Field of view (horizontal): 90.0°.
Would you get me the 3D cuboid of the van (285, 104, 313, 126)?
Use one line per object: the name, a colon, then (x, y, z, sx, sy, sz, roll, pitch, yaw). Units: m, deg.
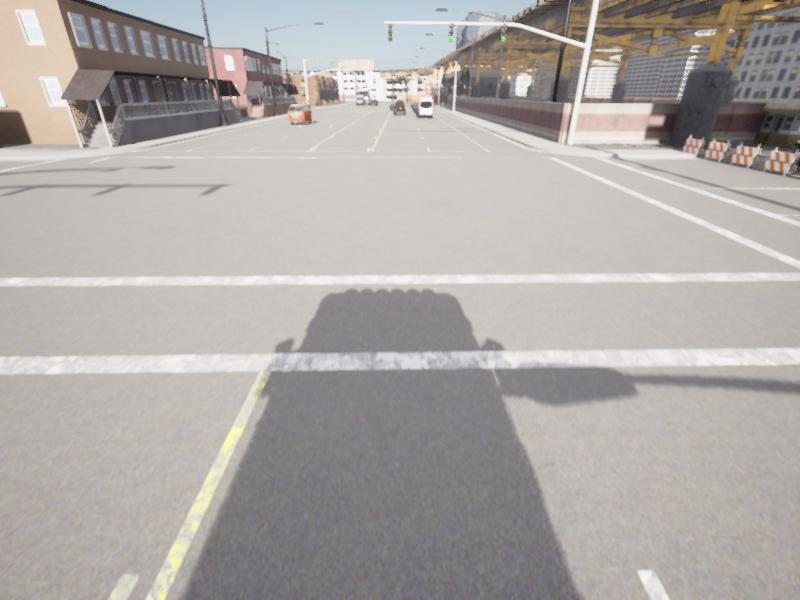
van: (-10.516, -19.513, 42.097, 1.775, 1.987, 4.442, 0, 27, 0)

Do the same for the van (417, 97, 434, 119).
van: (3.484, -26.787, 55.708, 1.988, 2.561, 5.915, 0, 27, 0)

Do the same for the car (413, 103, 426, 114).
car: (3.471, -34.681, 72.302, 2.152, 1.651, 5.027, 0, 27, 0)

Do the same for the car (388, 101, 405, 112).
car: (-0.768, -36.515, 75.485, 1.930, 1.638, 5.238, -7, 28, -13)

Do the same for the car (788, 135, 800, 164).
car: (19.461, -7.074, 18.378, 1.853, 1.218, 4.536, 24, 35, 38)

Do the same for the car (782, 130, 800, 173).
car: (19.424, -6.917, 18.417, 2.038, 1.542, 4.974, 24, 35, 38)

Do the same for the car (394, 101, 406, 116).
car: (-0.023, -30.121, 62.860, 1.905, 1.878, 3.866, 0, 27, 0)

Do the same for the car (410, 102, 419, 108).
car: (3.464, -45.705, 93.684, 1.895, 1.301, 4.718, 0, 27, 0)
